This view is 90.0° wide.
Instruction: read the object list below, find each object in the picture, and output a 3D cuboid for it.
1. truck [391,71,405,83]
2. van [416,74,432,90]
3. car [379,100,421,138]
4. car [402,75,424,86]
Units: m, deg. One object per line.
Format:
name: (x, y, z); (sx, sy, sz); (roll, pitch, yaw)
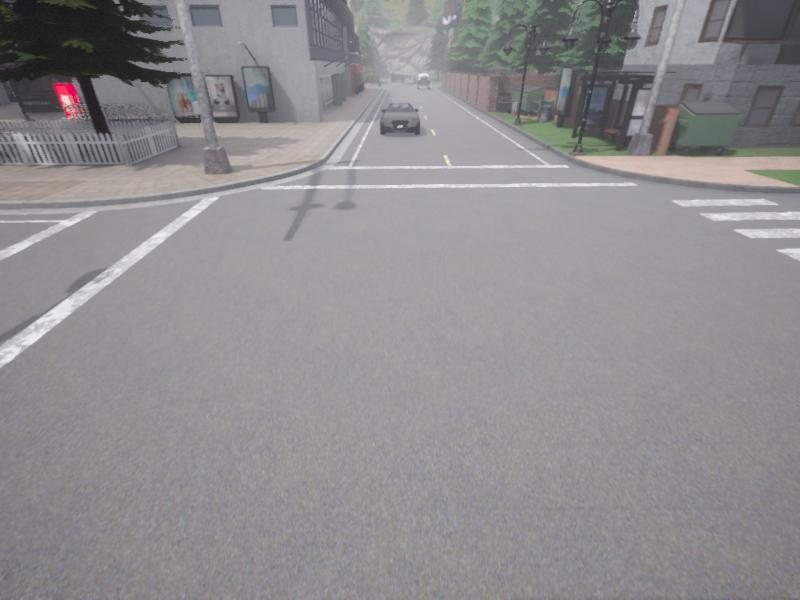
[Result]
truck: (-0.495, -47.519, 85.176); (2.390, 2.098, 6.274); (-3, 30, -5)
van: (3.517, -32.865, 60.178); (2.069, 2.038, 4.480); (0, 30, 0)
car: (0.008, -9.636, 21.122); (1.994, 1.385, 4.181); (0, 30, 0)
car: (2.483, -40.959, 74.521); (2.242, 1.667, 4.611); (16, 34, 25)
